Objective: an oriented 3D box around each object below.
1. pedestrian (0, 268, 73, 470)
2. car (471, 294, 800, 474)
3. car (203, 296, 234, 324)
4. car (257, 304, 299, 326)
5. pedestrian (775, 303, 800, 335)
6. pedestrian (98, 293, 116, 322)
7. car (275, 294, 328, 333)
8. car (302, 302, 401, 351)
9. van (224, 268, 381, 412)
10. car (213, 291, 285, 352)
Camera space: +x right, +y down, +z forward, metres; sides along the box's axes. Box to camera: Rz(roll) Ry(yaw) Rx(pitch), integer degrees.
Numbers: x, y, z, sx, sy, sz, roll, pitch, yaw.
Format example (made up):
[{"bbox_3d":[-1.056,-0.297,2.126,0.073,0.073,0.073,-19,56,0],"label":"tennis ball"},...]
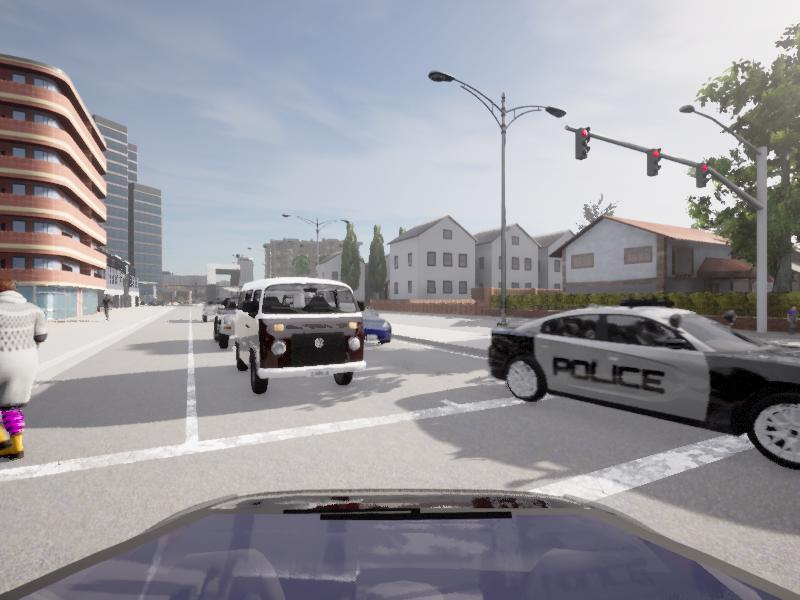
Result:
[{"bbox_3d":[-3.981,0.640,4.039,0.751,1.860,0.751,0,0,15],"label":"pedestrian"},{"bbox_3d":[3.543,0.771,5.473,1.930,1.638,5.238,0,0,-35],"label":"car"},{"bbox_3d":[-13.312,0.652,29.213,1.932,1.855,4.605,0,0,-26],"label":"car"},{"bbox_3d":[-8.424,0.944,27.403,1.895,1.301,4.718,0,0,-28],"label":"car"},{"bbox_3d":[16.202,0.771,16.522,0.751,1.300,0.751,0,0,1],"label":"pedestrian"},{"bbox_3d":[-19.208,0.485,26.235,0.751,1.860,0.751,0,0,-15],"label":"pedestrian"},{"bbox_3d":[-5.378,0.646,21.593,1.905,1.878,3.866,0,0,-28],"label":"car"},{"bbox_3d":[-2.038,0.852,15.227,2.163,1.488,4.792,0,0,-28],"label":"car"},{"bbox_3d":[-2.275,0.571,8.144,2.069,2.038,4.480,0,0,-28],"label":"van"},{"bbox_3d":[-5.661,0.652,14.604,1.932,1.855,4.605,0,0,-28],"label":"car"}]
